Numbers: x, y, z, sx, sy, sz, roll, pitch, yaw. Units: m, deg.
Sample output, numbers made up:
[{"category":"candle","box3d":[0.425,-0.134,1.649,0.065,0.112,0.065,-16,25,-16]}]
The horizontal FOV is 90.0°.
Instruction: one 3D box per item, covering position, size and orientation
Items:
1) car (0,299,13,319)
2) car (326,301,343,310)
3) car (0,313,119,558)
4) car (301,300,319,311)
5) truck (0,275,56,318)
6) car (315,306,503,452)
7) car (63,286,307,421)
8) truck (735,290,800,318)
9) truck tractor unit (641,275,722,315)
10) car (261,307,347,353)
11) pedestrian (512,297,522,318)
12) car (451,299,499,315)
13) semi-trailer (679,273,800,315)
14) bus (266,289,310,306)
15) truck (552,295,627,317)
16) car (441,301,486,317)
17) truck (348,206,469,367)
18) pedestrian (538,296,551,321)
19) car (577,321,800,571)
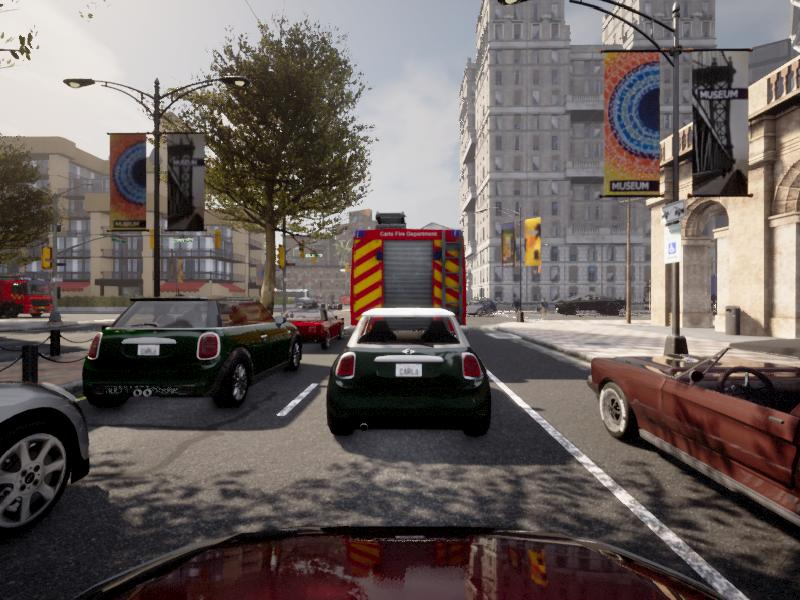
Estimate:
[{"category":"car","box3d":[-36.048,0.771,33.548,5.238,1.638,1.930,0,0,0]},{"category":"car","box3d":[-10.261,0.853,63.188,1.970,1.475,3.806,0,0,1]},{"category":"car","box3d":[-3.473,0.853,1.600,1.970,1.475,3.806,0,0,1]},{"category":"car","box3d":[-13.798,0.815,61.323,1.789,1.549,3.705,0,0,1]},{"category":"truck","box3d":[-37.345,-0.320,37.063,8.468,3.827,2.891,0,0,1]},{"category":"car","box3d":[0.119,0.853,6.110,1.970,1.475,3.806,0,0,1]},{"category":"car","box3d":[-3.355,0.694,7.527,2.097,1.767,4.553,0,0,1]},{"category":"truck","box3d":[33.880,0.357,36.013,5.204,2.467,2.627,0,0,1]},{"category":"truck tractor unit","box3d":[30.176,-0.517,43.105,6.516,4.208,3.053,0,0,1]},{"category":"car","box3d":[-3.218,0.944,14.445,1.895,1.301,4.718,0,0,1]},{"category":"pedestrian","box3d":[10.193,0.637,34.969,0.751,1.860,0.751,0,0,9]},{"category":"car","box3d":[8.067,0.777,43.430,4.856,1.649,2.033,0,0,1]},{"category":"semi-trailer","box3d":[38.087,-0.618,42.955,14.254,4.402,2.717,0,0,1]},{"category":"bus","box3d":[-28.610,-0.539,102.376,10.273,4.253,3.944,0,0,2]},{"category":"truck","box3d":[18.745,0.542,39.779,6.274,2.098,2.390,0,0,1]},{"category":"car","box3d":[6.092,0.853,38.410,3.806,1.475,1.970,0,0,-12]},{"category":"truck","box3d":[0.274,-0.321,13.781,2.891,3.827,8.468,0,0,1]},{"category":"pedestrian","box3d":[11.096,0.637,30.771,0.751,1.860,0.751,0,0,-1]},{"category":"car","box3d":[3.308,0.938,3.058,1.895,1.301,4.718,0,0,1]}]
